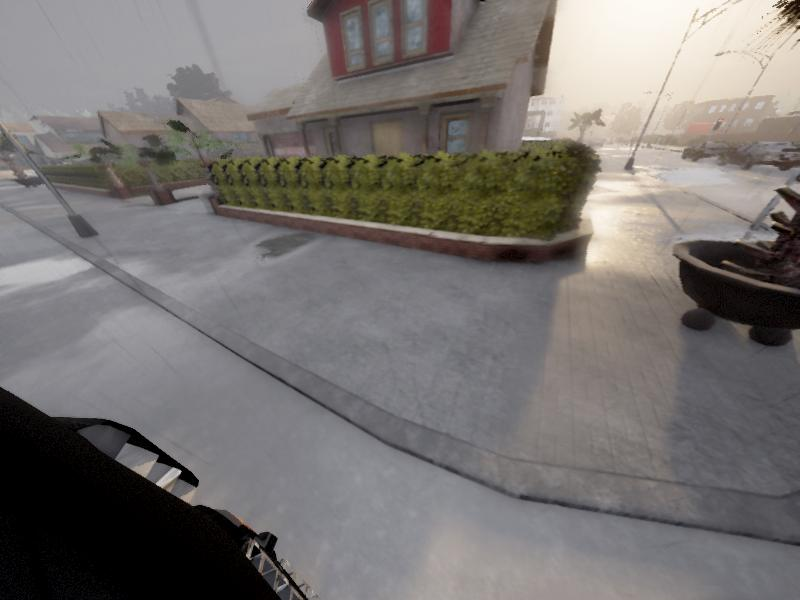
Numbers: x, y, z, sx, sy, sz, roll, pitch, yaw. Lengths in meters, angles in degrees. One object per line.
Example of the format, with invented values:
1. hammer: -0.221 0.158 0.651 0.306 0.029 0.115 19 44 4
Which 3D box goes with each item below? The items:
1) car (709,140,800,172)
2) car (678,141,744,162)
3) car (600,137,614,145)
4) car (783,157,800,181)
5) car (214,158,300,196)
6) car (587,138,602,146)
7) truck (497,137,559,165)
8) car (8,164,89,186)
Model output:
1. car: 22.948 -9.280 14.753 2.033 1.411 5.357 16 38 26
2. car: 26.302 -12.777 19.808 1.895 1.301 4.718 17 39 27
3. car: 58.791 -45.197 65.694 2.152 1.651 5.027 16 38 26
4. car: 18.960 -5.326 9.176 1.994 1.385 4.181 14 37 24
5. car: -8.143 -7.322 13.584 1.845 1.501 3.633 14 37 24
6. car: 48.454 -39.432 57.613 1.930 1.638 5.238 16 38 26
7. truck: 11.720 -13.845 21.382 4.478 2.038 2.069 18 39 24
8. car: -47.215 -17.046 31.275 2.150 2.045 5.566 17 39 28
